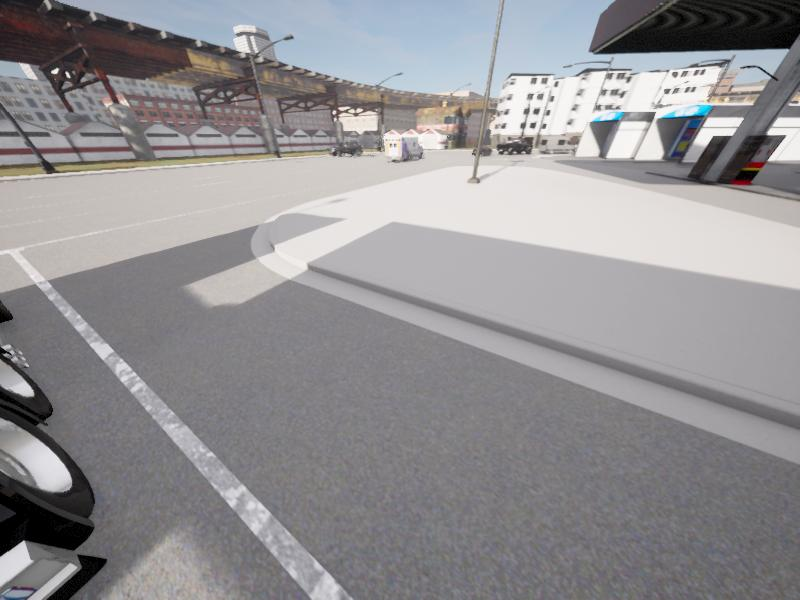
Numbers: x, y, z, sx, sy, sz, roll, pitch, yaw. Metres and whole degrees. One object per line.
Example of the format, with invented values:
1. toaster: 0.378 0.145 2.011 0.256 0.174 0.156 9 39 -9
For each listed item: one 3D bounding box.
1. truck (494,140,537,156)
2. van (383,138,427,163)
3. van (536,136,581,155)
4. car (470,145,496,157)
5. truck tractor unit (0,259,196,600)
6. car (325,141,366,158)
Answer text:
1. truck: 19.230 -25.389 38.464 6.274 2.098 2.390 -15 38 -20
2. van: 0.769 -18.732 28.760 2.351 2.431 6.366 20 40 26
3. van: 27.369 -26.747 39.967 5.915 2.561 1.988 -6 35 -8
4. car: 12.833 -23.078 35.692 3.633 1.501 1.845 -24 41 -30
5. truck tractor unit: -5.101 -0.311 0.789 6.516 4.208 3.053 19 39 24
6. car: -8.123 -22.838 35.059 5.566 2.045 2.150 -29 42 -35
